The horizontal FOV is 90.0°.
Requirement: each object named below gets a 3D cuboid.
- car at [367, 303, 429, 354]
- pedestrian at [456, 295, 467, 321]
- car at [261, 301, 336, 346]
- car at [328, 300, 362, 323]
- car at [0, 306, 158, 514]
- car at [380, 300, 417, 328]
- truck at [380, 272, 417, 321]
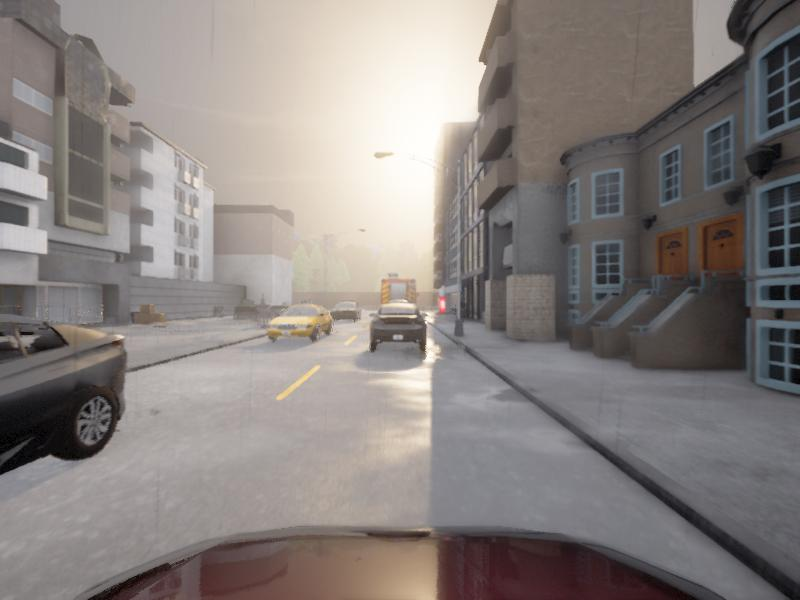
[{"bbox_3d":[-0.055,0.869,14.472,1.837,1.490,4.892,0,0,0],"label":"car"},{"bbox_3d":[4.598,0.582,29.831,0.751,1.860,0.751,0,0,4],"label":"pedestrian"},{"bbox_3d":[-4.025,0.829,16.809,1.801,1.575,5.366,0,0,0],"label":"car"},{"bbox_3d":[-4.085,0.822,30.643,1.930,1.638,5.238,0,0,0],"label":"car"},{"bbox_3d":[-3.980,0.833,2.666,2.007,1.525,4.514,0,0,0],"label":"car"},{"bbox_3d":[-0.096,0.823,25.807,2.152,1.651,5.027,0,0,0],"label":"car"},{"bbox_3d":[-0.123,-0.261,35.500,2.891,3.827,8.468,0,0,0],"label":"truck"}]
